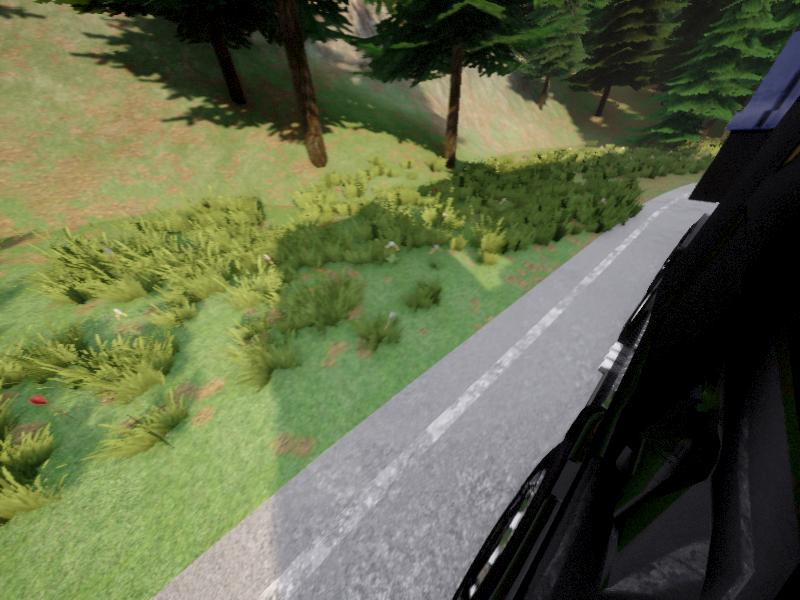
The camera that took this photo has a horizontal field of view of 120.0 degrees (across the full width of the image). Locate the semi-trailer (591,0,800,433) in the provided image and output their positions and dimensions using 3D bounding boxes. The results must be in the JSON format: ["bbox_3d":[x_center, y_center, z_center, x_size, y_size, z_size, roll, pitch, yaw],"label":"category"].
[{"bbox_3d":[9.206,-3.193,3.662,14.254,4.402,2.717,-22,40,-24],"label":"semi-trailer"}]

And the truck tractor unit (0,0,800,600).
[{"bbox_3d":[2.645,-0.295,0.351,6.516,4.208,3.053,-28,44,-30],"label":"truck tractor unit"}]
